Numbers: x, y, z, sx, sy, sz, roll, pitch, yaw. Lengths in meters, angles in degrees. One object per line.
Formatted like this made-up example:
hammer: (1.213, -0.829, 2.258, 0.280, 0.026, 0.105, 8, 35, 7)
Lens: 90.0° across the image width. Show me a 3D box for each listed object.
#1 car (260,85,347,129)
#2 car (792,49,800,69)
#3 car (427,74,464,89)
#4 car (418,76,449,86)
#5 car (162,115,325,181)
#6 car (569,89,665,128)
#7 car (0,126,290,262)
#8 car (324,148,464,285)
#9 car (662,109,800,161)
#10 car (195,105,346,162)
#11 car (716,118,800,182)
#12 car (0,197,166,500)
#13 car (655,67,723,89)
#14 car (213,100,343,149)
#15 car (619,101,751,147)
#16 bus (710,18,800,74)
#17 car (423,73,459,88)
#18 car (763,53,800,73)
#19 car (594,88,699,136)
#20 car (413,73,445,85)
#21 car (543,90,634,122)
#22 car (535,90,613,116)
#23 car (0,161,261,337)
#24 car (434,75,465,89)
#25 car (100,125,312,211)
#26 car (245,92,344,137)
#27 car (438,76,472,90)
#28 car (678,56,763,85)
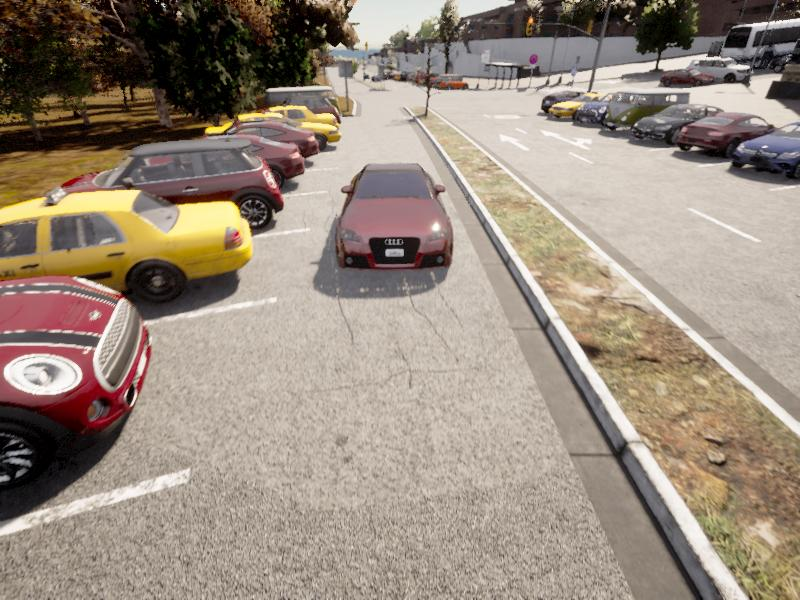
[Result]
car: (-5.660, -11.485, 23.684, 4.442, 1.987, 1.878, -13, 32, -20)
car: (42.164, -23.905, 39.311, 1.878, 1.987, 4.442, -21, 36, -21)
car: (7.471, -36.254, 66.223, 5.566, 2.045, 2.435, -15, 34, -25)
car: (6.224, -40.606, 74.124, 5.366, 1.575, 1.946, -15, 34, -25)
car: (-5.144, -5.258, 13.566, 4.674, 1.452, 2.002, -12, 32, -18)
car: (12.636, -11.261, 23.395, 4.553, 1.767, 2.185, -12, 33, -21)
car: (-4.916, -2.418, 8.381, 4.553, 1.767, 2.185, -12, 32, -18)
car: (-0.130, -1.901, 7.888, 1.994, 1.385, 4.181, -1, 30, -1)
car: (13.057, -6.540, 15.661, 4.674, 1.452, 2.002, -11, 32, -20)
car: (-5.107, -6.830, 16.163, 5.366, 1.575, 1.946, -13, 32, -19)
car: (13.181, -5.012, 13.053, 4.674, 1.452, 2.002, -11, 33, -19)
car: (-4.844, 0.580, 3.257, 4.553, 1.767, 2.185, -12, 32, -17)
car: (27.388, -21.215, 38.109, 2.002, 1.452, 4.674, -21, 36, -21)
car: (-5.591, -8.243, 18.591, 5.366, 1.575, 1.946, -13, 33, -19)
car: (12.935, -8.097, 18.244, 4.892, 1.521, 2.231, -12, 33, -20)
bus: (40.334, -27.493, 43.057, 10.273, 4.253, 3.944, -10, 33, -5)
car: (7.047, -37.777, 68.816, 5.566, 2.045, 2.435, -15, 34, -25)
car: (39.271, -23.187, 39.106, 2.231, 1.521, 4.892, -21, 36, -21)
car: (12.673, -9.794, 20.690, 4.442, 1.987, 1.878, -12, 33, -20)
car: (5.603, -42.283, 76.488, 5.566, 2.045, 2.435, -16, 34, -25)
car: (12.246, -12.637, 25.982, 5.366, 1.575, 1.946, -12, 33, -21)
car: (12.393, -14.147, 28.640, 4.792, 1.488, 2.163, -12, 32, -21)
car: (-5.041, -0.775, 5.821, 5.366, 1.575, 1.946, -12, 32, -18)
car: (7.853, -34.706, 63.636, 4.442, 1.987, 1.878, -15, 34, -25)
car: (-5.032, -3.764, 11.012, 4.674, 1.452, 2.002, -12, 32, -18)
car: (-5.552, -9.887, 21.152, 4.553, 1.767, 2.185, -13, 33, -19)
car: (8.365, -33.133, 61.158, 4.553, 1.767, 2.185, -15, 34, -25)
car: (30.349, -21.932, 38.187, 2.435, 2.045, 5.566, -21, 36, -21)
